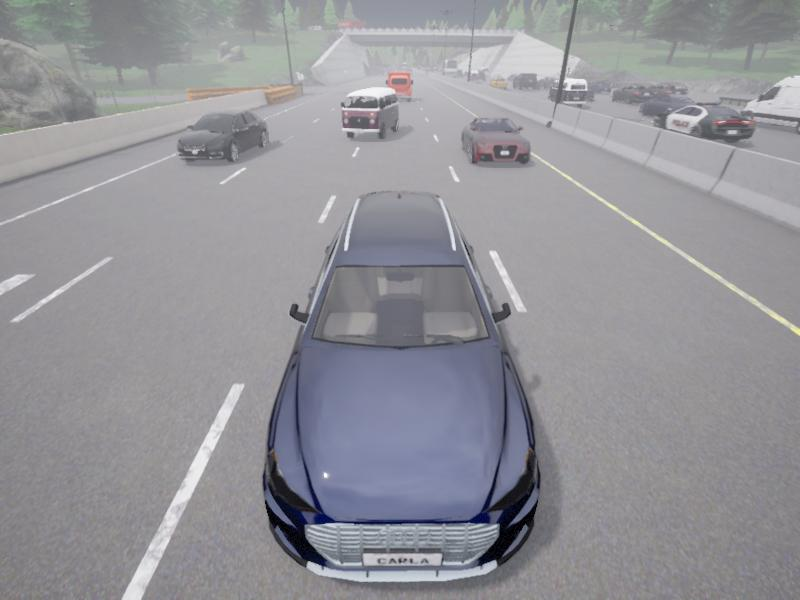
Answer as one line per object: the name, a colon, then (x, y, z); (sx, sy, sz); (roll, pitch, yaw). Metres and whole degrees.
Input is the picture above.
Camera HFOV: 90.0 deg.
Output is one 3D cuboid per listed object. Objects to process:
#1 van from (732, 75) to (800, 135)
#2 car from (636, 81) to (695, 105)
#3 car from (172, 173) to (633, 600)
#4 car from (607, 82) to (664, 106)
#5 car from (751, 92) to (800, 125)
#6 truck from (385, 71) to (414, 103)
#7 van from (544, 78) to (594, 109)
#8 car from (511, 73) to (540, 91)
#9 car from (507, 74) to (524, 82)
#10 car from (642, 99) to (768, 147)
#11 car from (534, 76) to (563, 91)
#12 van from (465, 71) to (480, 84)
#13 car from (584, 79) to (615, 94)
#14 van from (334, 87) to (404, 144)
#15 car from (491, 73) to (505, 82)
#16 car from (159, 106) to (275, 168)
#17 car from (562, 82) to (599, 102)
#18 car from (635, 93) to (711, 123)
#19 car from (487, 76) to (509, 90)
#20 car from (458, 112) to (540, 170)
van: (20.976, -10.223, 20.862); (1.988, 2.561, 5.915); (0, 30, 0)
car: (24.452, -19.231, 37.058); (2.242, 1.667, 4.611); (0, 31, 0)
car: (0.000, 0.047, 4.275); (2.033, 1.649, 4.856); (0, 30, 0)
car: (20.957, -18.524, 35.851); (2.242, 1.667, 4.611); (0, 30, 0)
car: (24.467, -11.561, 24.158); (2.128, 1.511, 4.902); (0, 30, 0)
truck: (-0.046, -20.393, 38.240); (2.627, 2.467, 5.204); (0, 30, 0)
van: (13.957, -17.276, 33.360); (2.069, 2.038, 4.480); (0, 30, 0)
car: (17.434, -30.483, 55.838); (2.150, 2.045, 5.566); (0, 30, 0)
car: (24.406, -47.179, 84.892); (2.033, 1.411, 5.357); (0, 30, 0)
car: (13.975, -8.448, 18.827); (2.038, 1.542, 4.974); (0, 30, 0)
car: (20.933, -30.615, 56.482); (2.152, 1.651, 5.027); (0, 30, 0)
van: (13.913, -42.803, 76.821); (2.069, 2.038, 4.480); (0, 30, 0)
car: (24.442, -26.192, 49.044); (1.845, 1.501, 3.633); (0, 30, 0)
van: (-1.295, -9.038, 19.333); (2.069, 2.038, 4.480); (7, 31, 11)
car: (20.903, -47.514, 85.424); (1.812, 1.442, 4.674); (0, 30, 0)
car: (-6.674, -6.399, 15.377); (1.837, 1.490, 4.892); (2, 31, 4)
car: (17.452, -20.201, 38.824); (1.789, 1.549, 3.705); (0, 31, 0)
car: (17.467, -12.499, 25.893); (1.994, 1.385, 4.181); (0, 30, 0)
car: (13.933, -30.963, 57.114); (1.801, 1.575, 5.366); (0, 30, 0)
car: (3.477, -6.042, 14.897); (1.994, 1.385, 4.181); (0, 30, 0)
